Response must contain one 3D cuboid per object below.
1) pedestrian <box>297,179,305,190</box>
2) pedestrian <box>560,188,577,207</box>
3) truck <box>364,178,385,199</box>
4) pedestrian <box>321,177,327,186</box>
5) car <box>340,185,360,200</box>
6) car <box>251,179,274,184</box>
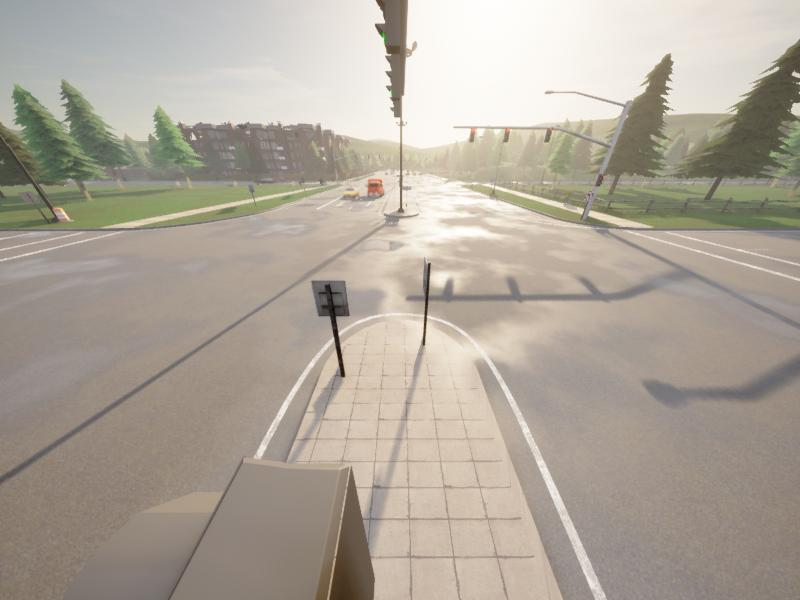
[{"bbox_3d":[-18.574,-21.668,43.423,0.751,1.860,0.751,2,30,3],"label":"pedestrian"},{"bbox_3d":[18.678,-11.404,25.645,0.751,1.860,0.751,1,30,2],"label":"pedestrian"},{"bbox_3d":[-3.766,-17.034,35.136,2.627,2.467,5.204,0,30,0],"label":"truck"},{"bbox_3d":[-17.096,-26.700,52.138,0.751,1.860,0.751,2,30,3],"label":"pedestrian"},{"bbox_3d":[-7.274,-16.035,34.337,1.801,1.575,5.366,0,30,0],"label":"car"},{"bbox_3d":[-36.315,-31.404,61.192,4.718,1.301,1.895,0,30,0],"label":"car"}]
